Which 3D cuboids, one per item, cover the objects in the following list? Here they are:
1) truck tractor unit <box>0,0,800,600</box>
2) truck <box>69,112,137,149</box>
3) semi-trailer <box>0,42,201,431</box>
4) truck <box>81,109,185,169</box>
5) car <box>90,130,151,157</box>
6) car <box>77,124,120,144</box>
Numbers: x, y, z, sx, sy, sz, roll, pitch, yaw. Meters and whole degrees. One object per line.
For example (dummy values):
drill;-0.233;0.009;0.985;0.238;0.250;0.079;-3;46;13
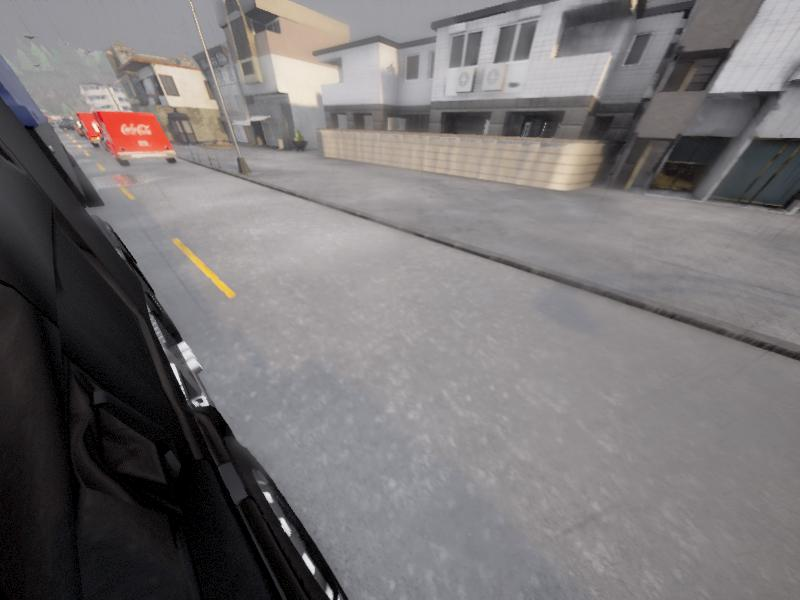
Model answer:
truck tractor unit;-2.645;-0.295;0.352;6.516;4.208;3.053;28;44;30
truck;-27.059;-15.461;21.086;5.204;2.467;2.627;27;43;30
semi-trailer;-8.708;-3.564;4.266;14.254;4.402;2.717;28;43;30
truck;-15.746;-9.542;13.652;5.204;2.467;2.627;28;43;30
car;-21.538;-12.131;17.769;5.357;1.411;2.033;28;43;30
car;-32.975;-18.169;25.247;4.974;1.542;2.038;27;43;30
